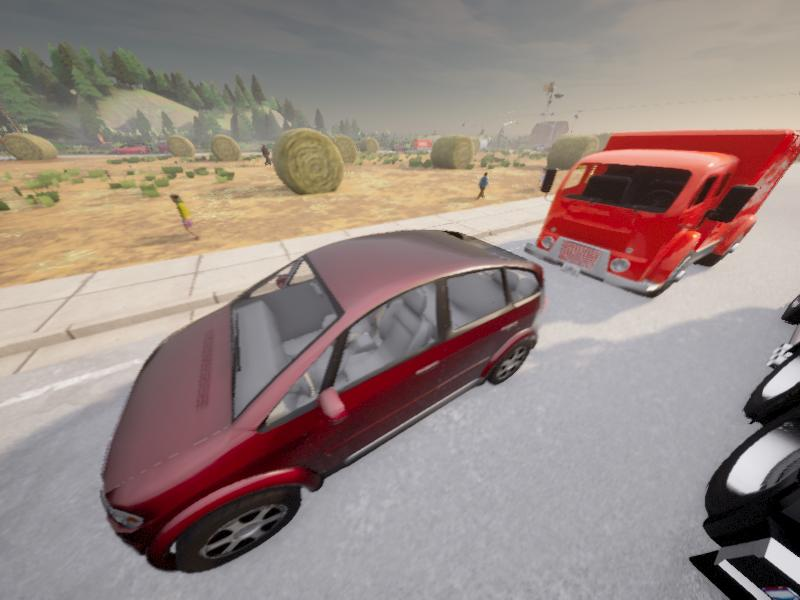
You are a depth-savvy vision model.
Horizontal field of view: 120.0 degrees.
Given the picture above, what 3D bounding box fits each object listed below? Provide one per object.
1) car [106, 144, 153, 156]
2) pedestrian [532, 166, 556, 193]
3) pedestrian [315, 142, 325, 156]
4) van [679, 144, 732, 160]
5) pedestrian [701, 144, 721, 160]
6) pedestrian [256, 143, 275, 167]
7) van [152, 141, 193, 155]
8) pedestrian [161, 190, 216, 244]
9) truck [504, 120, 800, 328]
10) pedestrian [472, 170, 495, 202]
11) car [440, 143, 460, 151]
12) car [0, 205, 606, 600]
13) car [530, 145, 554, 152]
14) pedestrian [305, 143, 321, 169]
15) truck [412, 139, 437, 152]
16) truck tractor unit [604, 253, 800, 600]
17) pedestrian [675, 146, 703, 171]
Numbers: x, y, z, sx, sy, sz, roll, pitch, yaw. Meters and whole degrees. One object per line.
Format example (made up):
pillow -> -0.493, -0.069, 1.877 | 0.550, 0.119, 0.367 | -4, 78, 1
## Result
car -> -44.779, -25.008, 38.400 | 4.514, 1.525, 2.007 | -16, 38, -22
pedestrian -> 7.144, -6.005, 11.497 | 0.500, 1.100, 0.500 | -10, 36, -14
pedestrian -> -12.551, -23.788, 36.322 | 0.751, 1.860, 0.751 | 13, 37, 18
van -> 48.858, -23.788, 37.089 | 2.069, 2.038, 4.480 | -18, 39, -25
pedestrian -> 44.060, -20.969, 32.774 | 0.751, 1.860, 0.751 | -14, 37, -20
pedestrian -> -12.213, -13.205, 21.048 | 0.751, 1.860, 0.751 | 9, 36, 12
van -> -39.624, -26.690, 40.472 | 4.442, 1.987, 1.775 | -16, 38, -22
pedestrian -> -5.077, -2.017, 5.629 | 0.500, 1.100, 0.500 | -12, 36, -17
truck -> 5.297, -1.989, 4.785 | 5.204, 2.467, 2.627 | -19, 39, -25
pedestrian -> 3.493, -4.811, 9.740 | 0.500, 1.100, 0.500 | -23, 41, -30
car -> 12.861, -39.573, 59.721 | 4.553, 1.767, 2.097 | -16, 38, -22
car -> -0.278, 0.282, 2.262 | 3.705, 1.549, 1.789 | -19, 39, -25
car -> 36.808, -39.464, 60.072 | 2.038, 1.542, 4.974 | -17, 38, -24
pedestrian -> -7.672, -12.721, 20.391 | 0.751, 1.860, 0.751 | 5, 35, 6
truck -> 5.926, -37.844, 56.562 | 5.204, 2.467, 2.627 | -16, 38, -22
truck tractor unit -> 5.094, -0.315, 0.809 | 6.516, 4.208, 3.053 | -19, 39, -25
pedestrian -> 25.469, -12.497, 20.371 | 0.751, 1.860, 0.751 | -25, 42, -32
